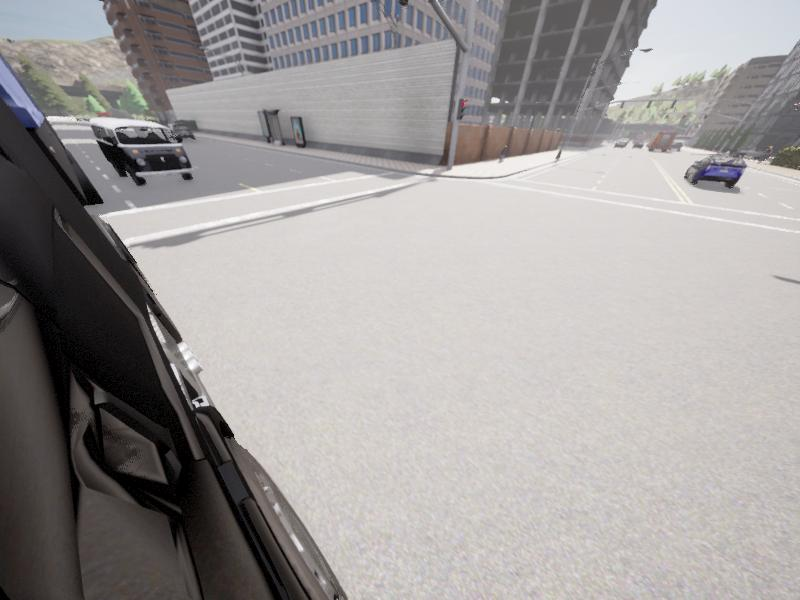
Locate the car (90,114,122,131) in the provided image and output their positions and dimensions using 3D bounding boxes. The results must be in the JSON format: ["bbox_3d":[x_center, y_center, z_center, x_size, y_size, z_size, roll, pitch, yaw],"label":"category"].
[{"bbox_3d":[-49.819,-30.093,39.144,5.566,2.045,2.150,28,44,30],"label":"car"}]

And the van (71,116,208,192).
[{"bbox_3d":[-10.319,-5.945,9.223,4.480,2.038,2.069,24,42,26],"label":"van"}]

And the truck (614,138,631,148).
[{"bbox_3d":[60.307,-42.631,62.519,2.390,2.098,6.274,28,44,30],"label":"truck"}]

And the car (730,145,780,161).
[{"bbox_3d":[58.734,-24.478,38.354,3.866,1.878,1.905,27,43,29],"label":"car"}]

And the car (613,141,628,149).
[{"bbox_3d":[54.601,-38.453,57.172,2.033,1.411,5.357,28,44,30],"label":"car"}]

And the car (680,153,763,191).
[{"bbox_3d":[19.988,-8.261,14.651,2.007,1.525,4.514,28,44,30],"label":"car"}]

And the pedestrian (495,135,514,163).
[{"bbox_3d":[8.456,-12.217,18.677,0.751,1.860,0.751,25,42,27],"label":"pedestrian"}]

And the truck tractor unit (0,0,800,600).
[{"bbox_3d":[-2.645,-0.295,0.351,6.516,4.208,3.053,28,44,30],"label":"truck tractor unit"}]

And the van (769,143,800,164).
[{"bbox_3d":[60.271,-21.187,33.573,6.366,2.431,2.351,28,44,30],"label":"van"}]

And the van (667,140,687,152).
[{"bbox_3d":[66.593,-37.130,55.599,2.069,2.038,4.480,28,44,30],"label":"van"}]

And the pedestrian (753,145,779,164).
[{"bbox_3d":[45.550,-18.115,28.775,0.751,1.860,0.751,-28,46,-34],"label":"pedestrian"}]

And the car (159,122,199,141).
[{"bbox_3d":[-26.585,-20.257,27.731,4.856,1.649,2.033,28,44,30],"label":"car"}]

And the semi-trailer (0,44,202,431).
[{"bbox_3d":[-8.694,-3.613,4.225,14.254,4.402,2.717,28,44,30],"label":"semi-trailer"}]

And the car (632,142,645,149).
[{"bbox_3d":[59.734,-38.669,57.853,1.895,1.301,4.718,28,44,30],"label":"car"}]

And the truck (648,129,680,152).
[{"bbox_3d":[58.043,-35.223,51.037,2.891,3.827,8.468,28,44,30],"label":"truck"}]
